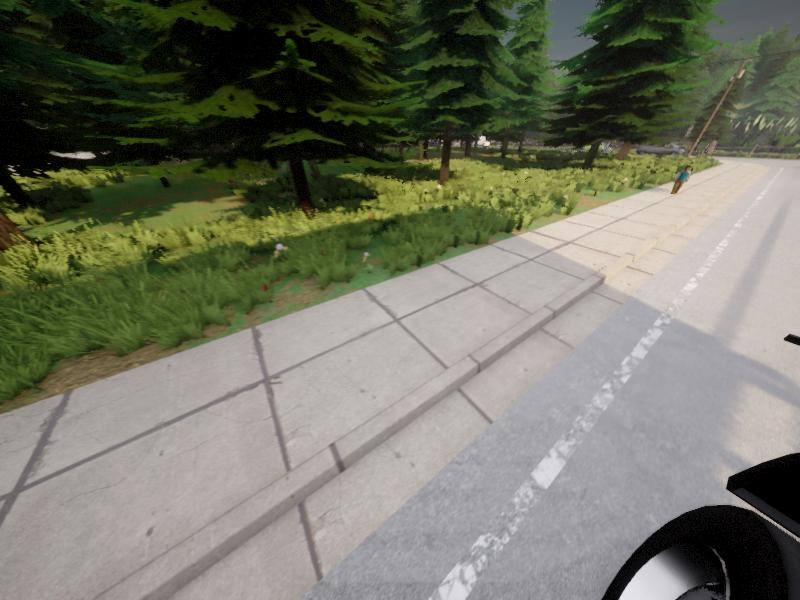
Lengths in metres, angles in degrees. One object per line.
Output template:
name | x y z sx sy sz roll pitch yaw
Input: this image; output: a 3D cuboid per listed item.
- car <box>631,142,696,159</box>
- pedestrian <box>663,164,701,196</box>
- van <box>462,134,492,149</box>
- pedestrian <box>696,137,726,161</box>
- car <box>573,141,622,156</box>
car | 31.060 -17.791 27.378 2.007 1.525 4.514 -19 39 -24
pedestrian | 11.630 -4.956 9.538 0.500 1.100 0.500 -24 42 -30
van | 16.654 -34.621 50.426 1.988 2.561 5.915 -21 40 -27
pedestrian | 29.478 -14.362 21.953 0.751 1.860 0.751 -15 38 -20
car | 27.395 -21.166 32.179 2.007 1.525 4.514 -20 40 -26
